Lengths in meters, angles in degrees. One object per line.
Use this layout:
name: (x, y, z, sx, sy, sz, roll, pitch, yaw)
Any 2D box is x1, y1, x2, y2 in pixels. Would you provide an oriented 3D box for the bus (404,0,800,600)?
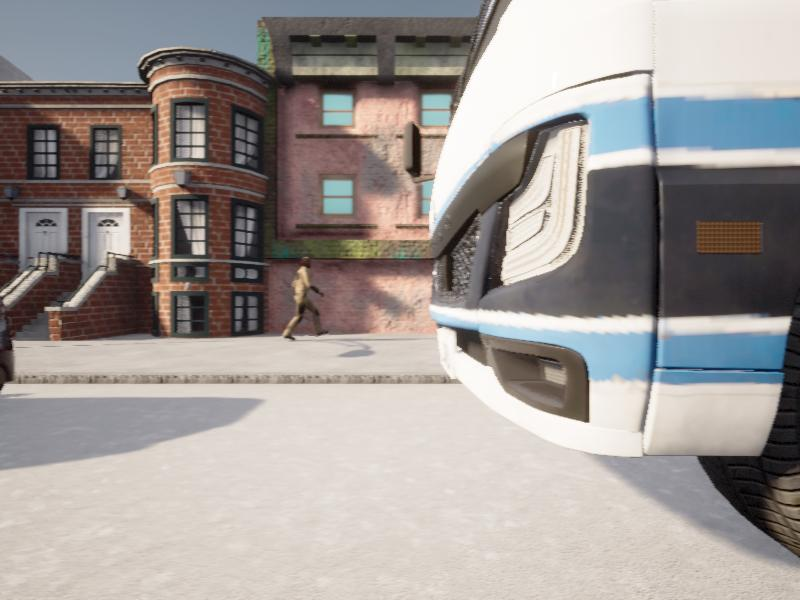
bus: (5.184, -1.132, 2.578, 10.273, 4.253, 3.944, 0, 0, 0)

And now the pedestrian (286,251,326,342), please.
pedestrian: (-2.042, -0.068, 8.674, 0.751, 1.860, 0.751, 0, 0, -20)

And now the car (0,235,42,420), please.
car: (-5.058, 0.224, 2.696, 3.633, 1.501, 1.845, 0, 0, 0)
